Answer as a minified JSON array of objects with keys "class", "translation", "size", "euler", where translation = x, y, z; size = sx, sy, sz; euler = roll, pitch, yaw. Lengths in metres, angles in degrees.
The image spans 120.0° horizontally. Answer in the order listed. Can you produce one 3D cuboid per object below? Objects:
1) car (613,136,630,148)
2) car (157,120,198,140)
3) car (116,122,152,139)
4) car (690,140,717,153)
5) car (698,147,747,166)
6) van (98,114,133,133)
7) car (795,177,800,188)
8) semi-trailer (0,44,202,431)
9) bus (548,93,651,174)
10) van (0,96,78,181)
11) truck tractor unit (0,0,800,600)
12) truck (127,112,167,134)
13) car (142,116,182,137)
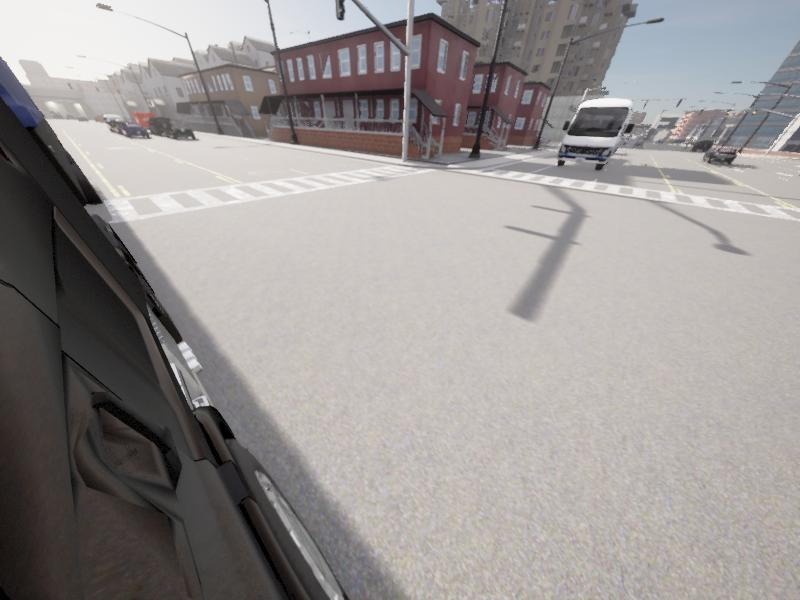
[{"class":"car","translation":[53.364,-38.136,55.668],"size":[2.150,2.045,5.566],"euler":[28,44,30]},{"class":"car","translation":[-26.738,-20.458,27.777],"size":[4.553,1.767,2.097],"euler":[28,44,30]},{"class":"car","translation":[-31.412,-20.055,27.265],"size":[4.674,1.442,1.812],"euler":[28,44,30]},{"class":"car","translation":[64.738,-32.878,49.337],"size":[2.150,2.045,5.566],"euler":[28,44,30]},{"class":"car","translation":[36.007,-16.219,25.992],"size":[2.128,1.511,4.902],"euler":[28,44,30]},{"class":"van","translation":[-41.328,-25.615,33.583],"size":[4.480,2.038,2.069],"euler":[28,44,30]},{"class":"car","translation":[26.997,-7.696,14.176],"size":[4.792,1.488,2.163],"euler":[-23,44,-30]},{"class":"semi-trailer","translation":[-8.708,-3.593,4.225],"size":[14.254,4.402,2.717],"euler":[28,44,30]},{"class":"bus","translation":[16.615,-13.656,19.192],"size":[3.944,4.253,10.273],"euler":[28,44,30]},{"class":"van","translation":[-16.877,-7.218,10.137],"size":[5.915,2.561,1.988],"euler":[28,44,30]},{"class":"truck tractor unit","translation":[-2.645,-0.295,0.351],"size":[6.516,4.208,3.053],"euler":[28,44,30]},{"class":"truck","translation":[-38.337,-26.847,35.035],"size":[5.204,2.467,2.627],"euler":[29,44,31]},{"class":"car","translation":[-32.272,-23.506,31.298],"size":[5.566,2.045,2.150],"euler":[28,44,30]}]
